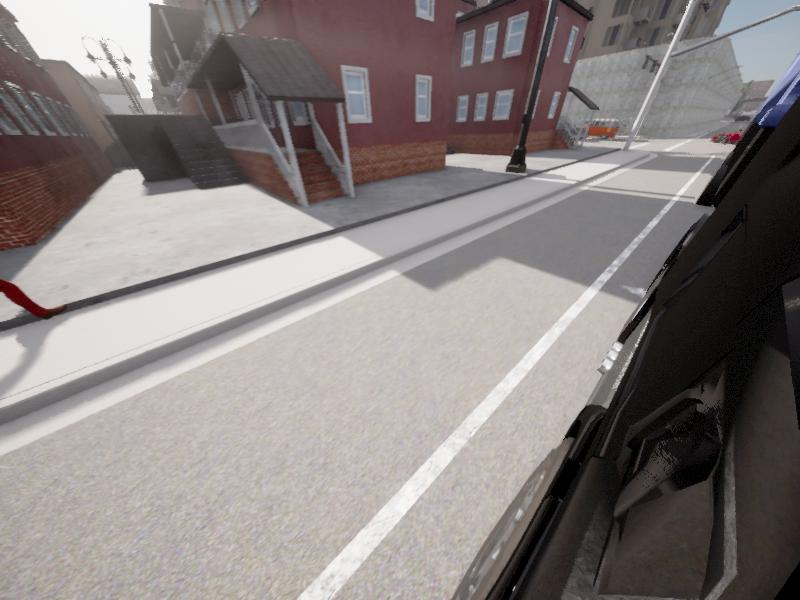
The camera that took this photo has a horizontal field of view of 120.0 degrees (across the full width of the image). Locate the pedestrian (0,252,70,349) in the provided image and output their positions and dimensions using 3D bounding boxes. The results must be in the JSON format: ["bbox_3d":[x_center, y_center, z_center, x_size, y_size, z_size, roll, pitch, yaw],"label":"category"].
[{"bbox_3d":[-5.115,-0.367,2.559,0.751,1.860,0.751,20,42,27],"label":"pedestrian"}]

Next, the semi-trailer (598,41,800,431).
[{"bbox_3d":[8.700,-3.581,4.258,14.254,4.402,2.717,-28,44,-30],"label":"semi-trailer"}]

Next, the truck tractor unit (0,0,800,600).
[{"bbox_3d":[2.645,-0.295,0.351,6.516,4.208,3.053,-28,44,-30],"label":"truck tractor unit"}]

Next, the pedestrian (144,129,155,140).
[{"bbox_3d":[-53.342,-35.304,49.236,0.751,1.860,0.751,-28,44,-30],"label":"pedestrian"}]

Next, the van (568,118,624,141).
[{"bbox_3d":[23.207,-20.370,27.552,1.775,1.987,4.442,-31,49,-32],"label":"van"}]

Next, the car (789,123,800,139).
[{"bbox_3d":[41.914,-17.302,23.143,4.611,1.667,2.242,-28,44,-30],"label":"car"}]

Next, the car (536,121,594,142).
[{"bbox_3d":[19.078,-19.672,26.890,2.033,1.649,4.856,-28,49,-30],"label":"car"}]

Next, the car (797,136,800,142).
[{"bbox_3d":[36.431,-14.342,19.591,4.974,1.542,2.038,-28,44,-30],"label":"car"}]

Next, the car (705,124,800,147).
[{"bbox_3d":[30.025,-14.108,19.767,1.994,1.385,4.181,-15,39,-17],"label":"car"}]
